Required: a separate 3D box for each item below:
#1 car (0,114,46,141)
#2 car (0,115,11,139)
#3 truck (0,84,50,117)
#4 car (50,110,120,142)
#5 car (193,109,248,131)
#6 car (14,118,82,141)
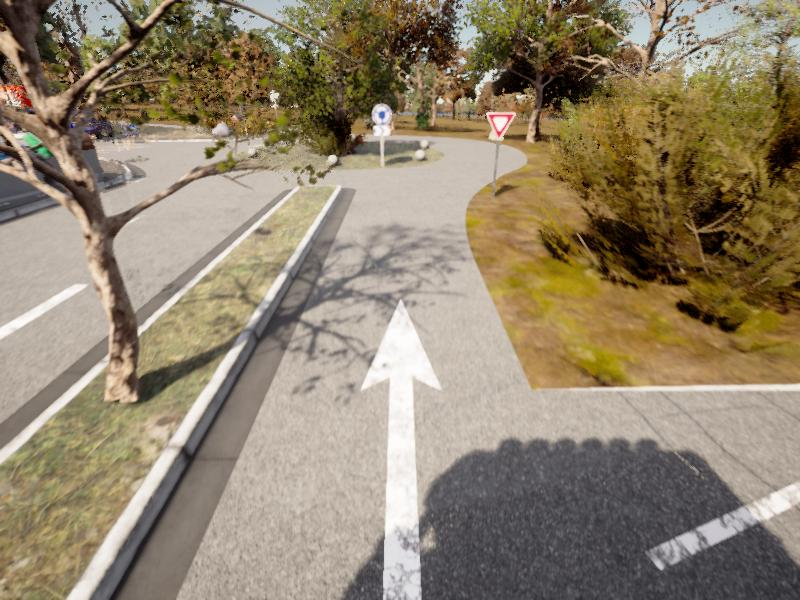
[{"bbox_3d":[-30.388,-13.557,31.350,2.185,1.767,4.553,-9,26,-17],"label":"car"},{"bbox_3d":[-33.425,-13.600,31.440,2.185,1.767,4.553,-8,26,-18],"label":"car"},{"bbox_3d":[-36.193,-18.397,36.689,5.204,2.467,2.627,4,25,-1],"label":"truck"},{"bbox_3d":[-24.369,-13.657,31.273,2.435,2.045,5.566,-9,26,-17],"label":"car"},{"bbox_3d":[-16.556,-16.655,37.059,3.988,1.617,1.851,3,26,1],"label":"car"},{"bbox_3d":[-27.374,-13.439,31.400,2.231,1.521,4.892,-8,26,-18],"label":"car"}]
